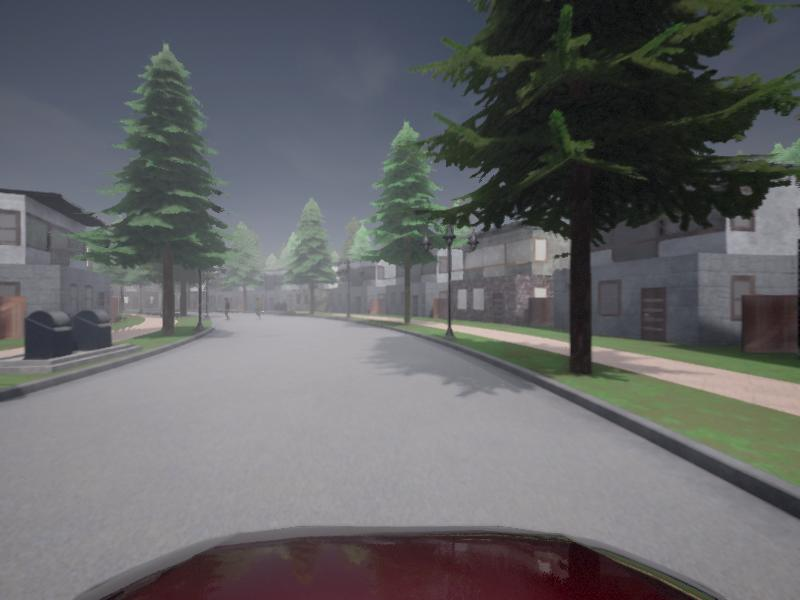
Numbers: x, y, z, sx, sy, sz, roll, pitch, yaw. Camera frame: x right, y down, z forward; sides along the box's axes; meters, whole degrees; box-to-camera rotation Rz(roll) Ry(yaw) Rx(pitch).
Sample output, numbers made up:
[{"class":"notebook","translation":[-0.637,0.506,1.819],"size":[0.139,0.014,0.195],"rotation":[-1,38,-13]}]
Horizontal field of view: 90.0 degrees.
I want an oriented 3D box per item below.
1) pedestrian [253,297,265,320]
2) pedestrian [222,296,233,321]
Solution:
[{"class":"pedestrian","translation":[-11.329,0.656,32.160],"size":[0.751,1.860,0.751],"rotation":[0,0,-32]},{"class":"pedestrian","translation":[-13.083,0.656,30.374],"size":[0.751,1.860,0.751],"rotation":[0,0,-22]}]
